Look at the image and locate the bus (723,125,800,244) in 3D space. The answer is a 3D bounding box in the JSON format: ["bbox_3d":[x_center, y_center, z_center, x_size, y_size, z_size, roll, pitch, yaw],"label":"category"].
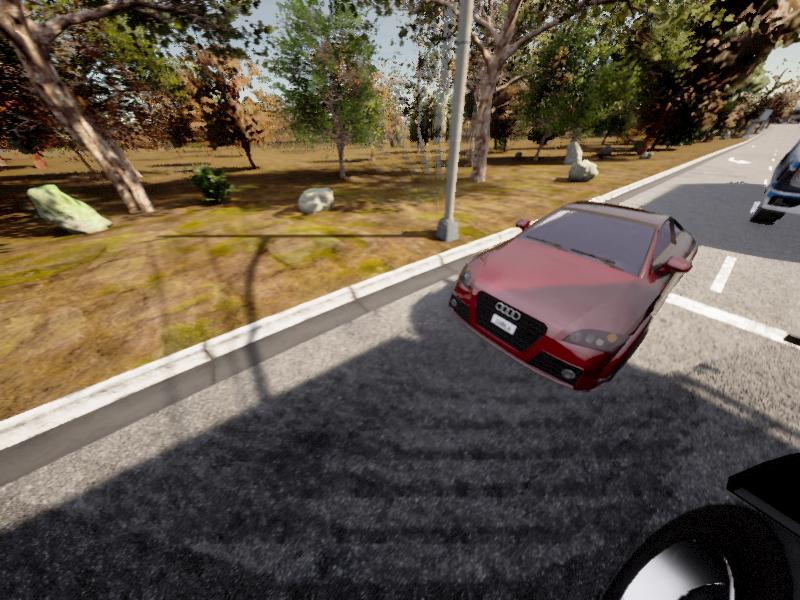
[{"bbox_3d":[13.840,-4.487,6.022,10.273,4.253,3.944,-24,42,-28],"label":"bus"}]

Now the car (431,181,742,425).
[{"bbox_3d":[2.724,-0.608,3.414,4.181,1.385,1.994,-25,42,-29],"label":"car"}]
